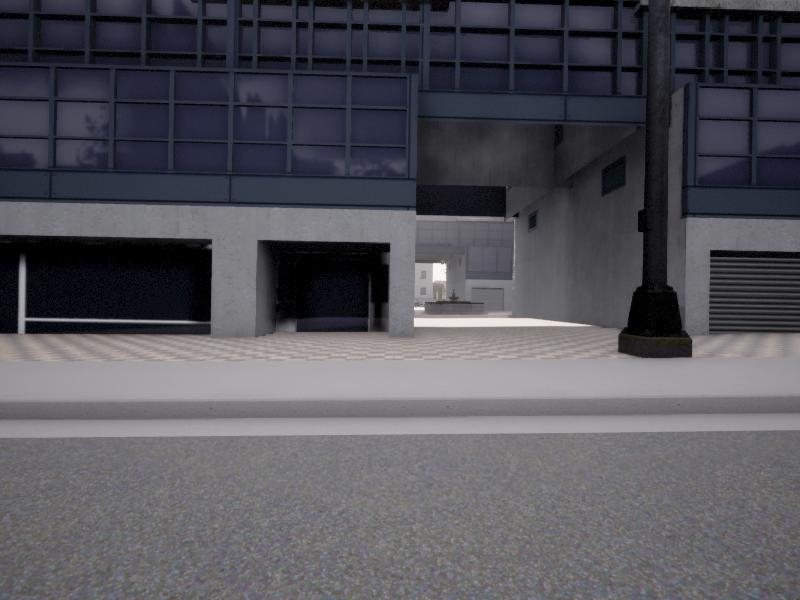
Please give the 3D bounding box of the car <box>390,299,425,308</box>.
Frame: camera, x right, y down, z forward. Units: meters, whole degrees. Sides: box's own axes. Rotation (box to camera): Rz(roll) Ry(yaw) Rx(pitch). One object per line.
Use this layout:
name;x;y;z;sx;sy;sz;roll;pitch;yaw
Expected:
car;1.157;0.546;62.644;5.357;1.411;2.033;1;0;-5
